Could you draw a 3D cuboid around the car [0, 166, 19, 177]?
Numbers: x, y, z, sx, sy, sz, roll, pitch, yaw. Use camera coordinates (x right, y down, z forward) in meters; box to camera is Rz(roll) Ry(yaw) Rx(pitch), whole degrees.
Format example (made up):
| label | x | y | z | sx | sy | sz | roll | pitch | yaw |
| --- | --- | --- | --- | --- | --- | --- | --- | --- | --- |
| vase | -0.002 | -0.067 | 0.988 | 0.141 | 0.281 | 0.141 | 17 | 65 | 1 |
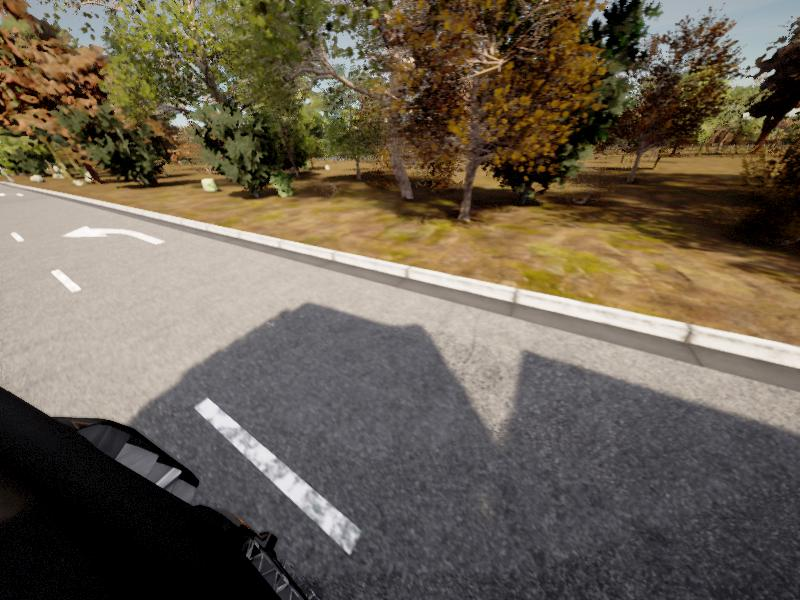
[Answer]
| label | x | y | z | sx | sy | sz | roll | pitch | yaw |
| --- | --- | --- | --- | --- | --- | --- | --- | --- | --- |
| car | -91.504 | -29.080 | 52.448 | 1.878 | 1.987 | 4.442 | 7 | 34 | 14 |
